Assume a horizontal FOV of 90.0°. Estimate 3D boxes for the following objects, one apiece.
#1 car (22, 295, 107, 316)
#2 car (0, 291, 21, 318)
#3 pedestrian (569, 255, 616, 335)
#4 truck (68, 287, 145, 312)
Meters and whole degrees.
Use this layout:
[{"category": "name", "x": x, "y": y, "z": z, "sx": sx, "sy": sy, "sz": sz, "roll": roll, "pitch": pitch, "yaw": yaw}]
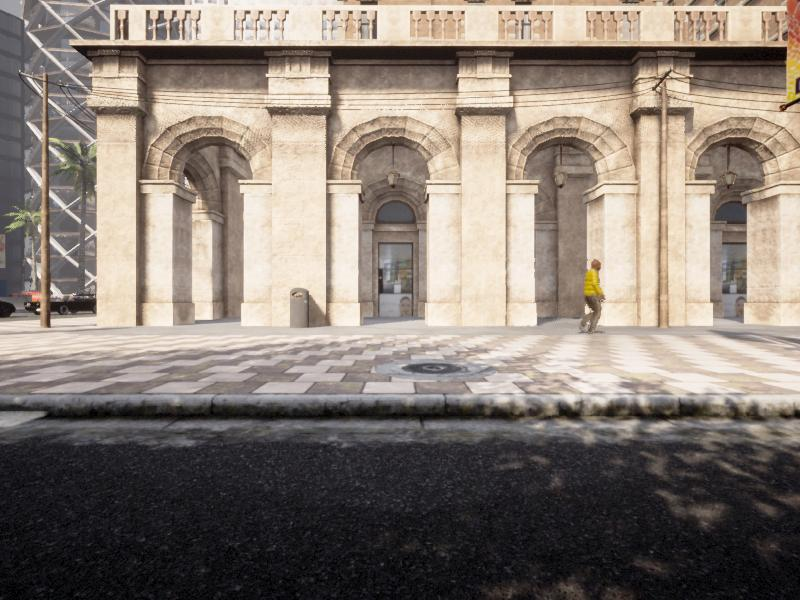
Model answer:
[{"category": "car", "x": -23.035, "y": 0.340, "z": 27.750, "sx": 1.895, "sy": 1.301, "sz": 4.718, "roll": 0, "pitch": 0, "yaw": 0}, {"category": "car", "x": -23.029, "y": 0.251, "z": 21.246, "sx": 1.816, "sy": 1.474, "sz": 4.193, "roll": 0, "pitch": 0, "yaw": 0}, {"category": "pedestrian", "x": 4.601, "y": -0.114, "z": 9.609, "sx": 0.751, "sy": 1.860, "sz": 0.751, "roll": 0, "pitch": 0, "yaw": 0}, {"category": "truck", "x": -26.511, "y": -0.062, "z": 36.525, "sx": 2.390, "sy": 2.098, "sz": 6.274, "roll": 0, "pitch": 0, "yaw": 0}]
